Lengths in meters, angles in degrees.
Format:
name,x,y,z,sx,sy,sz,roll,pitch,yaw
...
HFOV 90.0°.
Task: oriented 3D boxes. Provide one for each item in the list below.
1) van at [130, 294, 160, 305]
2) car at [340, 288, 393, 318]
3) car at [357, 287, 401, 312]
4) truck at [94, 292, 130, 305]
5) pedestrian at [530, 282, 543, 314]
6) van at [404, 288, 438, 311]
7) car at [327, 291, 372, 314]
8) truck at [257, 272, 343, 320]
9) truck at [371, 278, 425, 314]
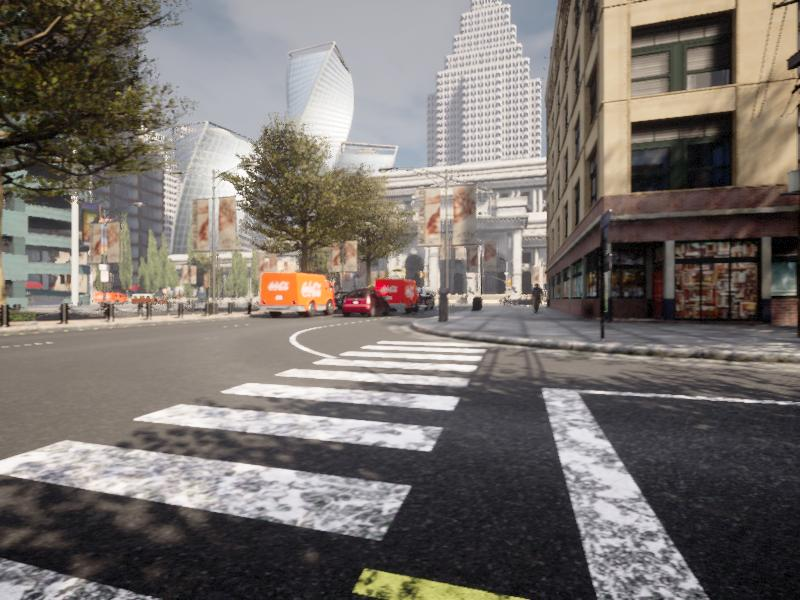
name,x,y,z,sx,sy,sz,roll,pitch,yaw
van,-47.372,-0.048,74.332,4.480,2.038,2.069,0,0,6
car,-1.893,0.182,23.751,1.851,1.617,3.988,0,0,16
car,-1.806,-0.040,36.550,2.150,2.045,5.566,0,0,18
truck,-55.847,-0.268,77.666,5.204,2.467,2.627,0,0,-5
pedestrian,7.987,-0.120,23.419,0.751,1.860,0.751,0,0,19
van,2.021,-0.037,37.075,2.069,2.038,4.480,0,0,17
car,-3.701,0.181,30.053,1.851,1.617,3.988,0,0,16
truck,-5.649,-0.245,23.457,2.627,2.467,5.204,0,0,16
truck,-0.003,-0.250,30.241,2.627,2.467,5.204,0,0,17
